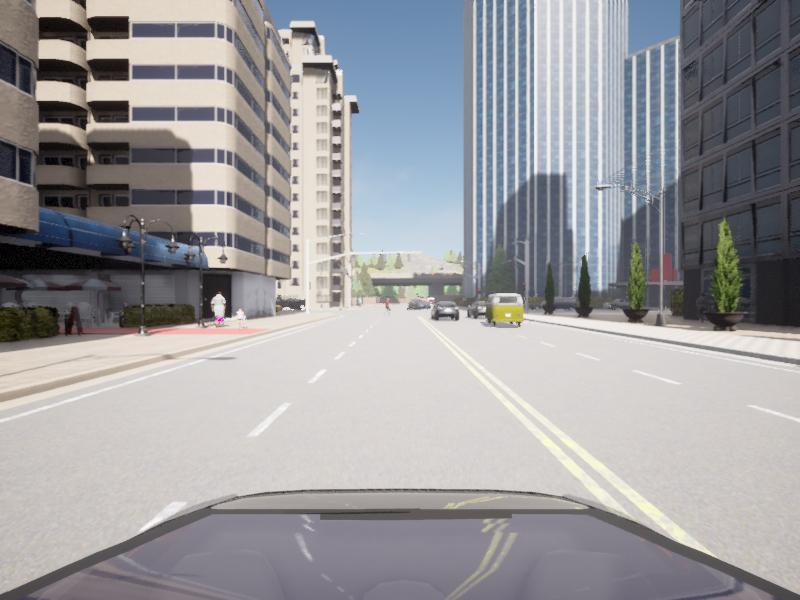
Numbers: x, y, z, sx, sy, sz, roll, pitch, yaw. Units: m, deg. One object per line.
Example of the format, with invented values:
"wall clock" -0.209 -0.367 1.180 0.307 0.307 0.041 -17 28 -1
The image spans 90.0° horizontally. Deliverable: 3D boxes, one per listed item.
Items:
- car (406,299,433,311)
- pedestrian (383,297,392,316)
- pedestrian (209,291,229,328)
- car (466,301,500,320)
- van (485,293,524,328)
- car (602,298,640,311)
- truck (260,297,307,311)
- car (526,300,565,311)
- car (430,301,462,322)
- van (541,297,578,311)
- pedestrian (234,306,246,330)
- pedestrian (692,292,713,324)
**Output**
"car" 2.936 0.765 60.905 2.242 1.667 4.611 0 0 -26
"pedestrian" -1.224 0.643 39.657 0.751 1.860 0.751 0 0 -19
"pedestrian" -9.426 0.488 20.844 0.751 1.860 0.751 0 0 -8
"car" 7.078 0.833 34.671 2.007 1.525 4.514 0 0 0
"van" 6.520 0.603 25.374 1.775 1.987 4.442 0 0 6
"car" 33.262 0.666 60.323 4.605 1.855 1.932 1 0 -1
"truck" -17.360 0.550 59.744 6.274 2.098 2.390 0 0 -2
"car" 21.831 0.779 60.227 5.238 1.638 1.930 0 0 0
"car" 3.571 0.833 31.702 2.007 1.525 4.514 0 0 0
"van" 22.596 0.606 56.734 4.442 1.987 1.775 0 0 0
"pedestrian" -7.712 0.868 19.273 0.500 1.100 0.500 0 0 -20
"pedestrian" 17.856 0.470 23.632 0.751 1.860 0.751 0 0 15
